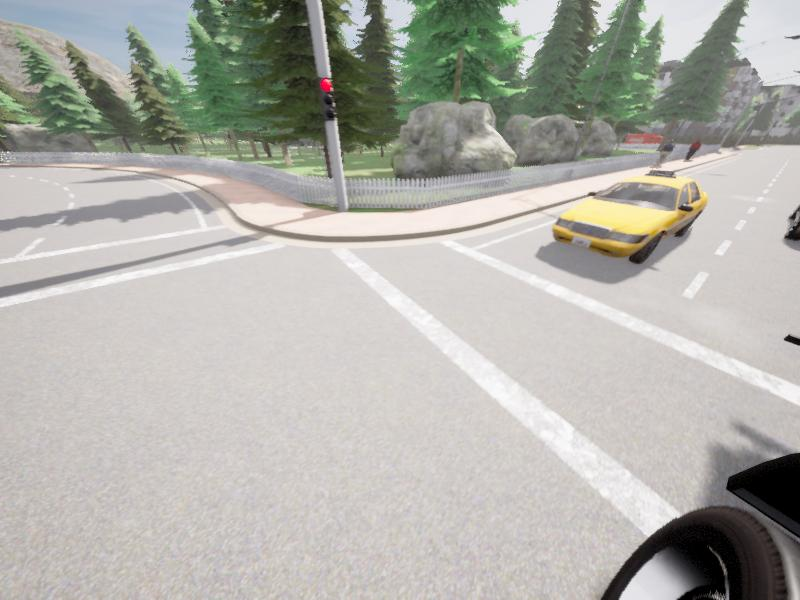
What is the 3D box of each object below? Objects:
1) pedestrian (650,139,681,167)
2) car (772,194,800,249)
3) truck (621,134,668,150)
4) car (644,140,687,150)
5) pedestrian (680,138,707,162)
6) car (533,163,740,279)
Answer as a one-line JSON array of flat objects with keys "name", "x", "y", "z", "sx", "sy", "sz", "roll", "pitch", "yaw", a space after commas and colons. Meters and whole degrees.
[{"name": "pedestrian", "x": 20.968, "y": -11.613, "z": 18.275, "sx": 0.751, "sy": 1.860, "sz": 0.751, "roll": -20, "pitch": 40, "yaw": -26}, {"name": "car", "x": 12.109, "y": -2.343, "z": 5.864, "sx": 4.792, "sy": 1.488, "sz": 2.163, "roll": -22, "pitch": 41, "yaw": -28}, {"name": "truck", "x": 46.628, "y": -30.236, "z": 44.191, "sx": 2.627, "sy": 2.467, "sz": 5.204, "roll": -21, "pitch": 40, "yaw": -27}, {"name": "car", "x": 50.905, "y": -29.788, "z": 44.352, "sx": 2.128, "sy": 1.511, "sz": 4.902, "roll": -21, "pitch": 40, "yaw": -26}, {"name": "pedestrian", "x": 28.270, "y": -14.466, "z": 22.251, "sx": 0.751, "sy": 1.860, "sz": 0.751, "roll": -22, "pitch": 41, "yaw": -27}, {"name": "car", "x": 6.033, "y": -2.348, "z": 5.836, "sx": 5.366, "sy": 1.575, "sz": 1.801, "roll": -21, "pitch": 40, "yaw": -27}]
